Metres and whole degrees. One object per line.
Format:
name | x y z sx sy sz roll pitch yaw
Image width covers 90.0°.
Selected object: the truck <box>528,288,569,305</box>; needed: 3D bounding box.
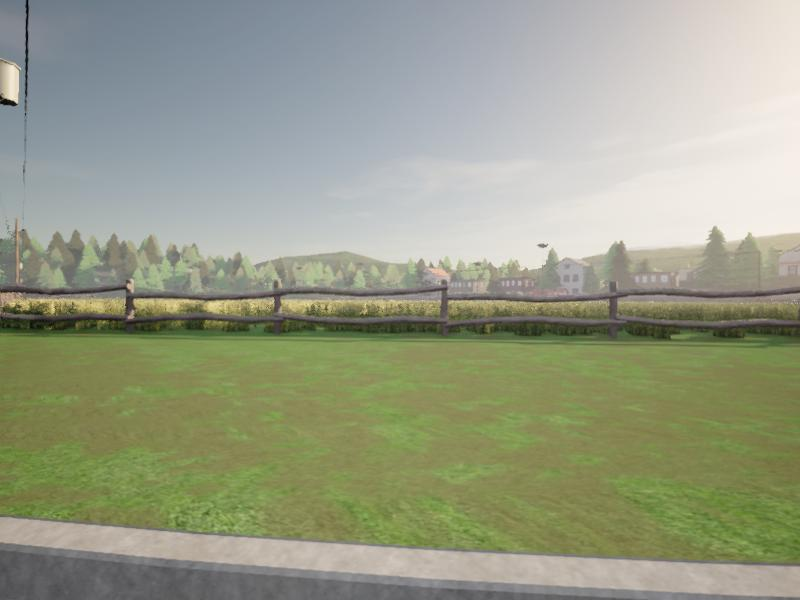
truck | 33.795 -0.751 91.303 2.891 3.827 8.468 0 0 -43
